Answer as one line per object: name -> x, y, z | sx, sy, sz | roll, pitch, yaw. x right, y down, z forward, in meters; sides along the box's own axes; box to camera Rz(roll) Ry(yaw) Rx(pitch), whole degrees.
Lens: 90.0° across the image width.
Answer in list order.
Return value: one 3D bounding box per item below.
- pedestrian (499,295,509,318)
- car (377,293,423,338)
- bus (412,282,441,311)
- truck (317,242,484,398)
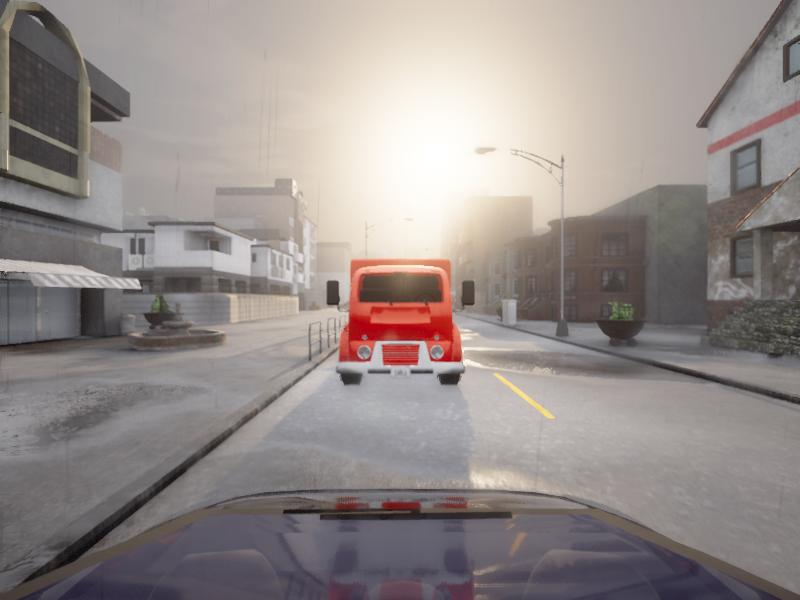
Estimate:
pedestrian -> 8.612, 0.536, 33.133 | 0.751, 1.860, 0.751 | 0, 0, 22
car -> 0.020, 0.648, 18.523 | 1.905, 1.878, 3.866 | 0, 0, 0
bus -> 3.955, -0.528, 63.542 | 3.944, 4.253, 10.273 | 0, 0, 0
truck -> 0.008, 0.380, 8.925 | 2.627, 2.467, 5.204 | 0, -2, 0
